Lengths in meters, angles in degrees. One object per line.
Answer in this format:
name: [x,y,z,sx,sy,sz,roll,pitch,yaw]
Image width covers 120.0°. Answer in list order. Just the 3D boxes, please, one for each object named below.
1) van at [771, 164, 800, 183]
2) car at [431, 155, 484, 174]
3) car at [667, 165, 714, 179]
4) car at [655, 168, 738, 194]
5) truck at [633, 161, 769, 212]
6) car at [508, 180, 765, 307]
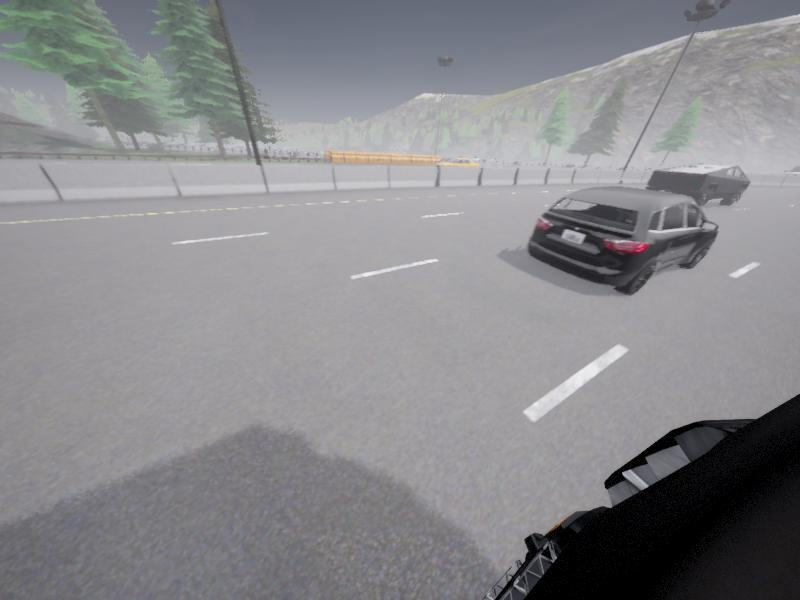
van: [66.953,-20.824,38.166,6.366,2.431,2.351,0,34,-4]
car: [6.308,-14.761,25.237,5.366,1.575,1.801,-12,37,-21]
car: [45.196,-19.905,35.957,5.008,1.535,1.882,-4,34,-10]
car: [24.668,-9.956,19.298,4.611,1.667,2.242,-8,35,-16]
truck: [17.150,-6.580,13.257,6.274,2.098,2.390,-11,36,-20]
car: [5.255,-1.647,5.320,4.611,1.667,2.242,-14,37,-24]
